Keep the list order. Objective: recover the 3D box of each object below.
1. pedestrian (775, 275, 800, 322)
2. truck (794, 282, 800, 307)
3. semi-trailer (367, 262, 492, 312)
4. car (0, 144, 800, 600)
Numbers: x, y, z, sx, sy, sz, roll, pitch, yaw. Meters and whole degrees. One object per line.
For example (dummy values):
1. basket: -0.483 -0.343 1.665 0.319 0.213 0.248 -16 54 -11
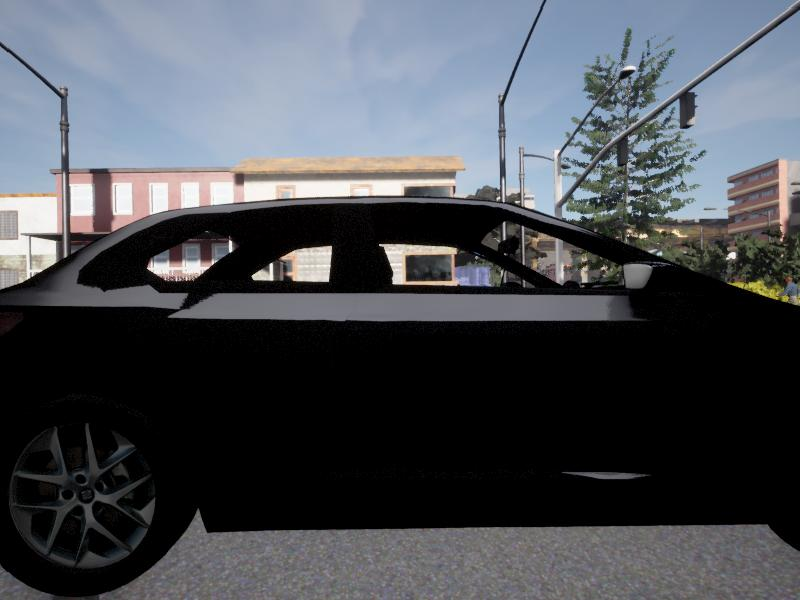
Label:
1. pedestrian: 15.850 -0.062 16.245 0.751 1.860 0.751 -1 0 -33
2. truck: 35.216 -0.481 31.388 2.390 2.098 6.274 -1 0 -1
3. semi-trailer: 2.452 -1.061 41.383 14.254 4.402 2.717 -1 0 43
4. car: 0.342 0.254 2.184 4.193 1.474 1.816 0 0 -1
